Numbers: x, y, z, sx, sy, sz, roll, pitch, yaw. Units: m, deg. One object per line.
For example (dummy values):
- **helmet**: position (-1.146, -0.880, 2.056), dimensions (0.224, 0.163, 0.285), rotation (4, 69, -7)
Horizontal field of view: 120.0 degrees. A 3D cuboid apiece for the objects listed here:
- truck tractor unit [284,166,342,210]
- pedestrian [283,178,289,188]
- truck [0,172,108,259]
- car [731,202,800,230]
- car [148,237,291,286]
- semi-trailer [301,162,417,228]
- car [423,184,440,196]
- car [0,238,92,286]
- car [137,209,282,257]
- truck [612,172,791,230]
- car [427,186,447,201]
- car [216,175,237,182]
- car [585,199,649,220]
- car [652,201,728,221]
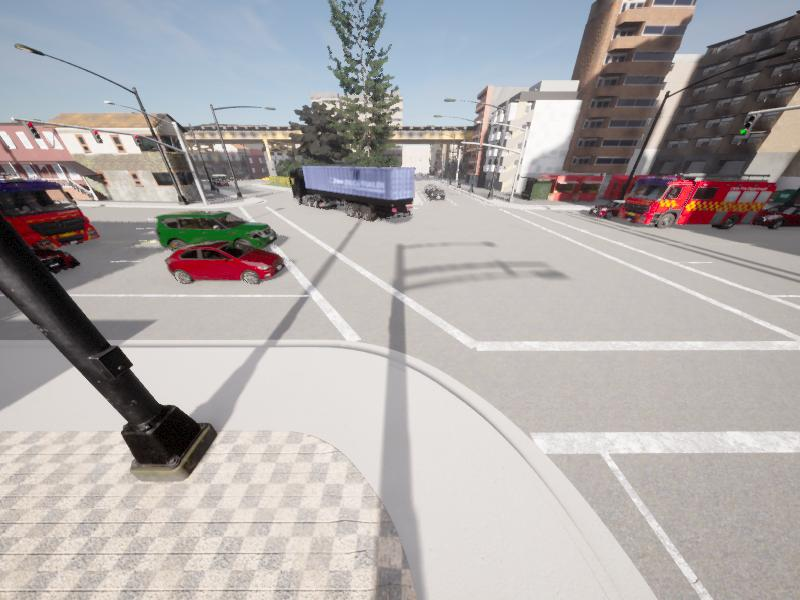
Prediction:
- **truck tractor unit**: position (-10.273, -13.343, 27.173), dimensions (6.516, 4.208, 3.053), rotation (26, 39, 37)
- **pedestrian**: position (-24.997, -25.726, 50.667), dimensions (0.751, 1.860, 0.751), rotation (-27, 39, -38)
- **truck**: position (-22.324, -4.509, 12.099), dimensions (8.468, 3.827, 2.891), rotation (1, 30, 0)
- **car**: position (31.272, -6.902, 18.910), dimensions (4.553, 1.767, 2.097), rotation (1, 30, -1)
- **car**: position (-7.215, -1.654, 9.687), dimensions (4.193, 1.474, 1.816), rotation (0, 30, 0)
- **semi-trailer**: position (-4.698, -10.611, 22.259), dimensions (2.717, 4.402, 14.254), rotation (-26, 39, -37)
- **car**: position (5.369, -19.041, 39.809), dimensions (2.163, 1.488, 4.792), rotation (0, 30, 0)
- **car**: position (-16.623, -1.642, 9.678), dimensions (4.181, 1.385, 1.994), rotation (0, 30, 0)
- **car**: position (-10.010, -3.747, 12.720), dimensions (5.566, 2.045, 2.150), rotation (-1, 30, -2)
- **truck**: position (23.136, -7.864, 18.354), dimensions (8.468, 3.827, 2.891), rotation (0, 30, -1)
- **car**: position (5.324, -15.635, 33.769), dimensions (2.152, 1.651, 5.027), rotation (0, 30, 1)
- **car**: position (-55.752, -39.183, 74.302), dimensions (4.605, 1.855, 1.932), rotation (0, 30, 0)
- **car**: position (20.444, -8.612, 21.937), dimensions (3.806, 1.475, 1.970), rotation (0, 30, 0)
- **car**: position (27.438, -8.486, 21.979), dimensions (4.181, 1.385, 1.994), rotation (1, 30, 0)
